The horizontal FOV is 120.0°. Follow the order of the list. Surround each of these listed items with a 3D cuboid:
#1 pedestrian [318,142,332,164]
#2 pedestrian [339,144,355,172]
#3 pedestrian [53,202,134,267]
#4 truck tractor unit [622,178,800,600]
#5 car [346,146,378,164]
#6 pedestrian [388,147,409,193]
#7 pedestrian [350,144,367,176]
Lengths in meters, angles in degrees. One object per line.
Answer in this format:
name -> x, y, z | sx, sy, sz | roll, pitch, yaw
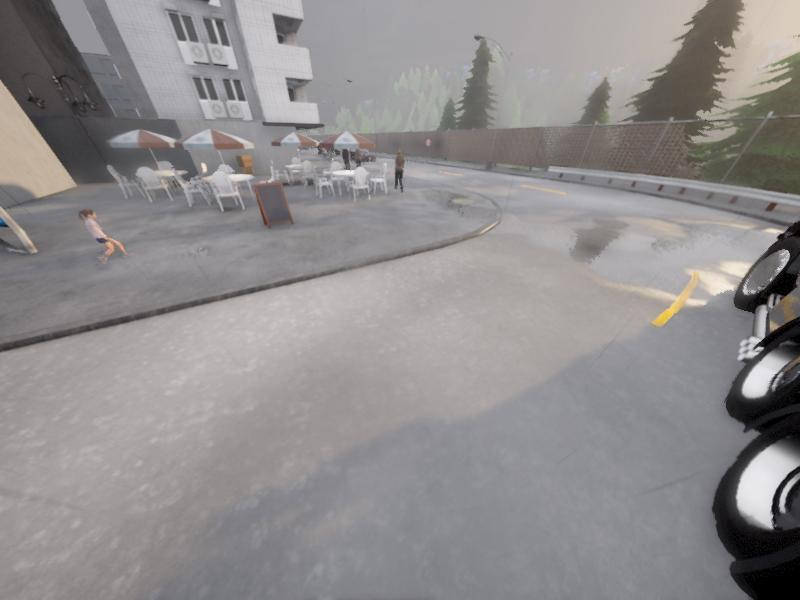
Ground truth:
pedestrian -> -7.744, -15.102, 23.795 | 0.751, 1.860, 0.751 | 22, 40, 28
pedestrian -> -4.223, -11.305, 18.369 | 0.751, 1.860, 0.751 | -23, 41, -30
pedestrian -> -6.146, -1.327, 4.673 | 0.500, 1.100, 0.500 | 23, 41, 29
truck tractor unit -> 4.953, -0.436, 0.967 | 6.516, 4.208, 3.053 | -24, 42, -30
car -> -4.550, -17.138, 27.257 | 1.882, 1.535, 5.008 | -17, 39, -24
pedestrian -> -0.066, -6.233, 11.111 | 0.751, 1.860, 0.751 | -12, 37, -17
pedestrian -> -2.969, -10.005, 16.510 | 0.751, 1.860, 0.751 | -23, 41, -30
